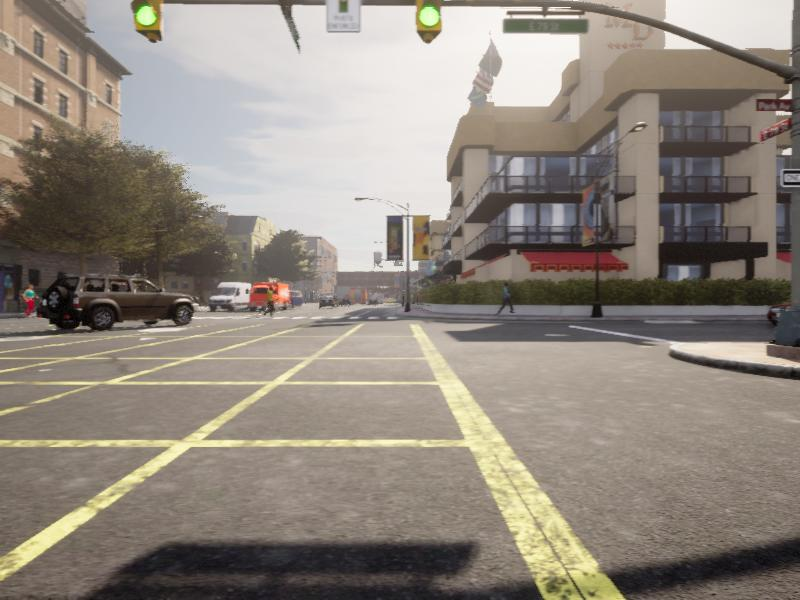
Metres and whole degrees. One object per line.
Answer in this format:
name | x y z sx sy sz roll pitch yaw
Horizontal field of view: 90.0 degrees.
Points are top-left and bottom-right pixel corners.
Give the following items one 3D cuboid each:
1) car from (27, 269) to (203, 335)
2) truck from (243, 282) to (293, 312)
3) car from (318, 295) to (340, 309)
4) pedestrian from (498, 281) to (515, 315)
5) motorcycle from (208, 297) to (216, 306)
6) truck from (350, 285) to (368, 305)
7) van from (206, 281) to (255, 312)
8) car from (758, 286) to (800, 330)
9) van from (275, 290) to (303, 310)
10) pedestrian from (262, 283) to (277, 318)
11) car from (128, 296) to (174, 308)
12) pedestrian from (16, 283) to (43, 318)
car | -9.456 0.048 13.816 1.932 1.855 4.605 0 0 22
truck | -11.373 -0.248 34.914 2.627 2.467 5.204 0 0 0
car | -7.931 0.210 45.052 1.789 1.549 3.705 0 0 0
pedestrian | 5.850 -0.113 21.972 0.751 1.860 0.751 0 0 28
motorcycle | -28.956 0.207 61.582 0.764 1.277 2.356 -12 6 -30
truck | -8.118 -0.928 80.439 2.891 3.827 8.468 0 0 0
van | -14.886 -0.284 35.603 1.988 2.561 5.915 0 0 -1
car | 15.404 0.276 13.699 4.674 1.442 1.812 0 0 0
van | -11.409 -0.007 41.413 1.775 1.987 4.442 0 0 0
pedestrian | -7.180 0.034 22.018 0.751 1.860 0.751 0 0 -15
car | -32.198 0.231 51.772 4.892 1.490 1.837 0 0 1
pedestrian | -19.756 0.029 21.364 0.751 1.860 0.751 0 0 -3
